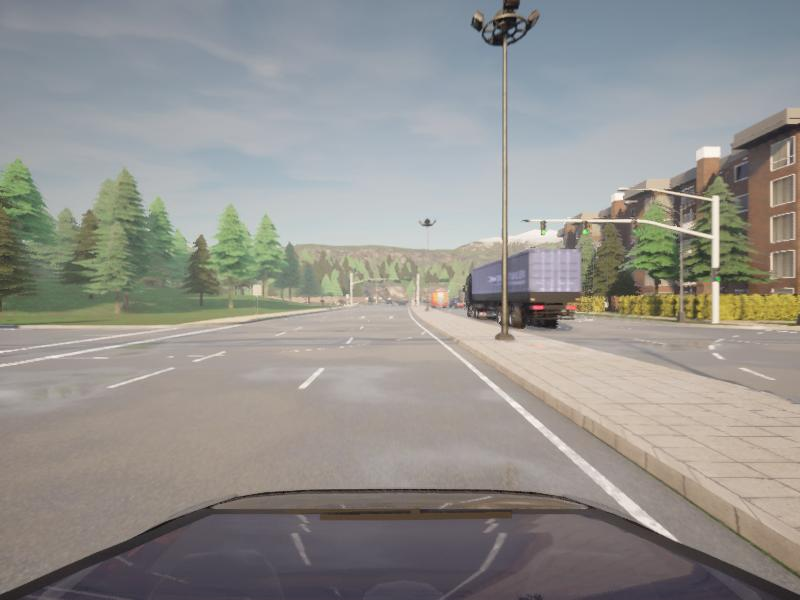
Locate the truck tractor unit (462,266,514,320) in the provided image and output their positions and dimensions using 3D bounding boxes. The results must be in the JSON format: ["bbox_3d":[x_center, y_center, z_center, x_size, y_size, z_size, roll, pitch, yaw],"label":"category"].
[{"bbox_3d":[7.380,-0.526,34.568,3.053,4.208,6.516,0,0,0],"label":"truck tractor unit"}]

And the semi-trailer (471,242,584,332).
[{"bbox_3d":[7.490,-0.623,26.649,2.717,4.402,14.254,0,0,-1],"label":"semi-trailer"}]

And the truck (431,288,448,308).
[{"bbox_3d":[7.927,-0.320,81.466,2.891,3.827,8.468,0,0,1],"label":"truck"}]

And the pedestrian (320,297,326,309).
[{"bbox_3d":[-12.281,0.476,63.568,0.751,1.860,0.751,0,0,3],"label":"pedestrian"}]
